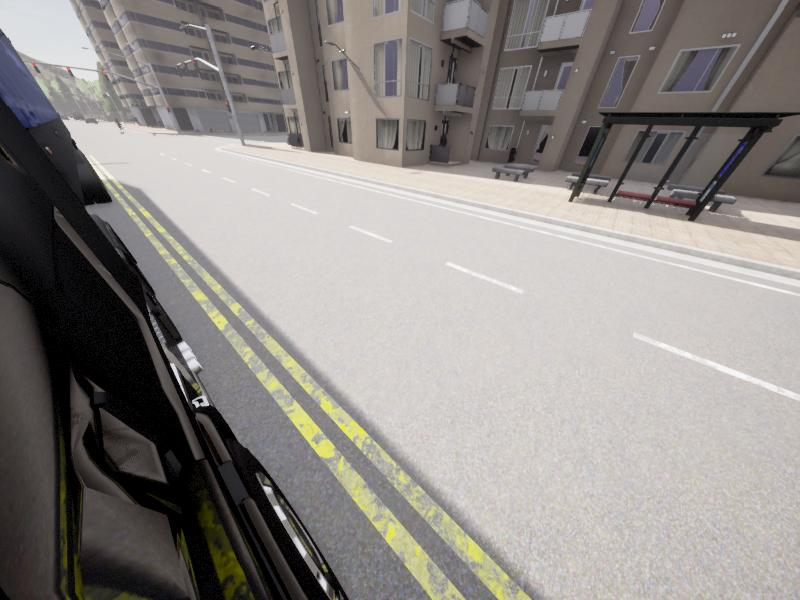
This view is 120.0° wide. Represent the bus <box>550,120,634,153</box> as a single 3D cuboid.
[{"bbox_3d":[34.243,-29.756,41.908,3.944,4.253,10.273,-27,46,-34],"label":"bus"}]

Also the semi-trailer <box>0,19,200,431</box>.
[{"bbox_3d":[-8.588,-3.680,4.329,14.254,4.402,2.717,29,44,31],"label":"semi-trailer"}]

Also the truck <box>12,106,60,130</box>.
[{"bbox_3d":[-51.177,-25.644,32.603,5.204,2.467,2.627,28,44,30],"label":"truck"}]

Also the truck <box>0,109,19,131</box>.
[{"bbox_3d":[-51.207,-22.750,29.046,6.274,2.098,2.390,29,44,30],"label":"truck"}]

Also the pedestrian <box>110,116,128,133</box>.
[{"bbox_3d":[-38.774,-24.181,31.901,0.751,1.860,0.751,27,43,29],"label":"pedestrian"}]

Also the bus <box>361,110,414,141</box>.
[{"bbox_3d":[-2.118,-33.021,44.068,3.944,4.253,10.273,28,43,30],"label":"bus"}]

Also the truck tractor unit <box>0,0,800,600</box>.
[{"bbox_3d":[-2.645,-0.295,0.351,6.516,4.208,3.053,28,44,30],"label":"truck tractor unit"}]
